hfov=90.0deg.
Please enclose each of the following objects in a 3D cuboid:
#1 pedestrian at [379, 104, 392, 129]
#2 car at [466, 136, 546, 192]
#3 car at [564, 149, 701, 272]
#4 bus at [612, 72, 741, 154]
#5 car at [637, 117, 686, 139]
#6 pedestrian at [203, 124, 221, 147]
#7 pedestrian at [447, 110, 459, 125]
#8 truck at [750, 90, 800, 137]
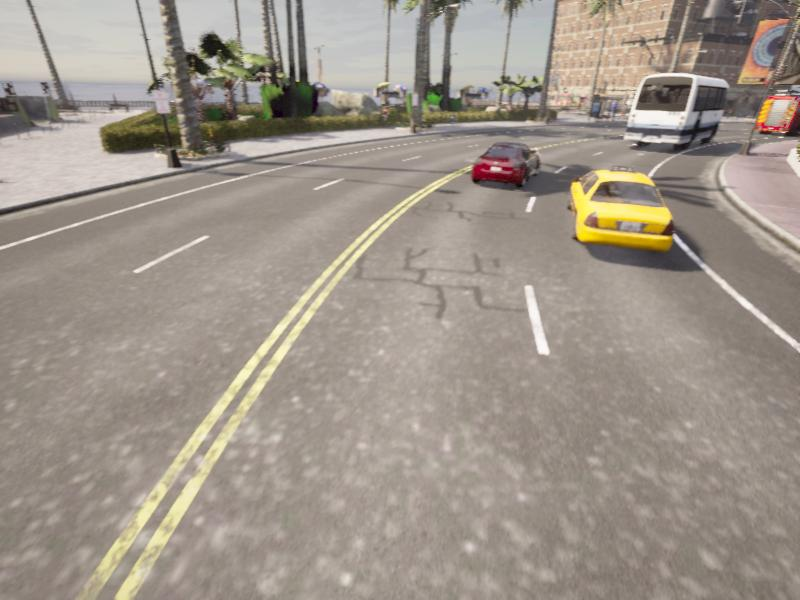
[{"bbox_3d":[-1.225,-15.229,33.247,0.751,1.860,0.751,20,33,31],"label":"pedestrian"},{"bbox_3d":[4.262,-5.461,15.685,1.994,1.385,4.181,14,30,22],"label":"car"},{"bbox_3d":[5.287,-2.559,9.941,1.801,1.575,5.366,10,29,16],"label":"car"},{"bbox_3d":[19.049,-12.819,27.315,10.273,4.253,3.944,-23,36,-39],"label":"bus"},{"bbox_3d":[22.455,-14.818,34.290,3.806,1.475,1.970,-19,34,-34],"label":"car"},{"bbox_3d":[-9.977,-8.722,21.218,0.500,1.100,0.500,18,32,28],"label":"pedestrian"},{"bbox_3d":[5.198,-17.934,39.317,0.751,1.300,0.751,-20,35,-35],"label":"pedestrian"},{"bbox_3d":[38.743,-18.085,38.724,8.468,3.827,2.891,-11,30,-22],"label":"truck"}]
